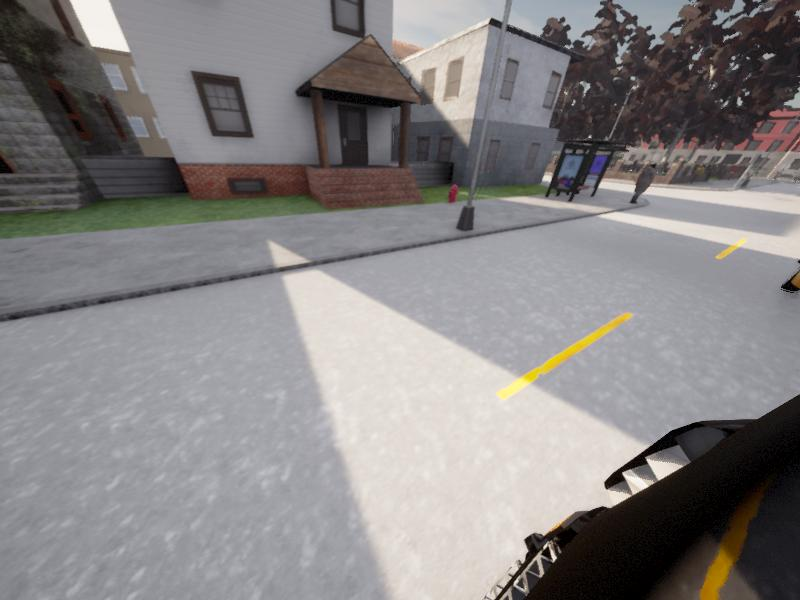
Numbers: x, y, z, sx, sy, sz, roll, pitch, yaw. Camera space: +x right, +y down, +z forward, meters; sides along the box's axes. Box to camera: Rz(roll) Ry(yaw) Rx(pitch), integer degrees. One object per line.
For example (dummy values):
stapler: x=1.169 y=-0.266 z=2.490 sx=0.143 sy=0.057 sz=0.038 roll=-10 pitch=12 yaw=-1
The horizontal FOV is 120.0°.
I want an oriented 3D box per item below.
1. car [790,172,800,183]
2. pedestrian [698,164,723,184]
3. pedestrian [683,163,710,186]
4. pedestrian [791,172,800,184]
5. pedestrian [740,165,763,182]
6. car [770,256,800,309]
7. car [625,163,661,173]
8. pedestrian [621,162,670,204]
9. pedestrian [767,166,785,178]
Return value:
car: x=67.248 y=-19.663 z=37.409 sx=1.789 sy=1.549 sz=3.705 roll=-16 pitch=38 yaw=-26
pedestrian: x=34.178 y=-13.899 z=25.434 sx=0.751 sy=1.860 sz=0.751 roll=-18 pitch=39 yaw=-28
pedestrian: x=29.276 y=-12.382 z=22.794 sx=0.751 sy=1.860 sz=0.751 roll=-17 pitch=38 yaw=-27
pedestrian: x=58.680 y=-18.085 z=33.705 sx=0.751 sy=1.860 sz=0.751 roll=-13 pitch=37 yaw=-23
pedestrian: x=45.862 y=-16.453 z=30.129 sx=0.751 sy=1.860 sz=0.751 roll=-14 pitch=37 yaw=-23
car: x=9.797 y=-0.792 z=4.449 sx=5.008 sy=1.535 sz=1.882 roll=-16 pitch=38 yaw=-26
car: x=53.235 y=-29.062 z=50.655 sx=2.128 sy=1.511 sz=4.902 roll=-16 pitch=38 yaw=-26
pedestrian: x=12.715 y=-6.072 z=12.057 sx=0.751 sy=1.860 sz=0.751 roll=-1 pitch=34 yaw=-6
pedestrian: x=67.686 y=-23.005 z=41.580 sx=0.751 sy=1.860 sz=0.751 roll=30 pitch=42 yaw=35
